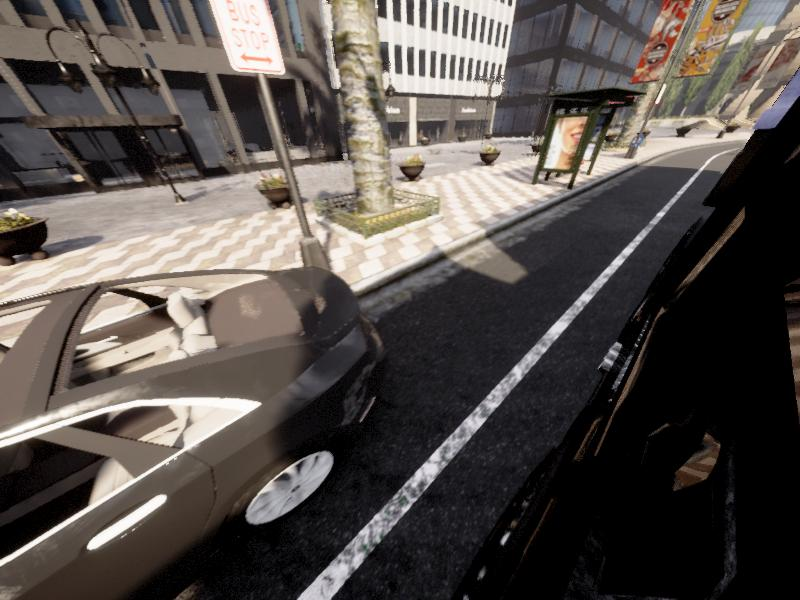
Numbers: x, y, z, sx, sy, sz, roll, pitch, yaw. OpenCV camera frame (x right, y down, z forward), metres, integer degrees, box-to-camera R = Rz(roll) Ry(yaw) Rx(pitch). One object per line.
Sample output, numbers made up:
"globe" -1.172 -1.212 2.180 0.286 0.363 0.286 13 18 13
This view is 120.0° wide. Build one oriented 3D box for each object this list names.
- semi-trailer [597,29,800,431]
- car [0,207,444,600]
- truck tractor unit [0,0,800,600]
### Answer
"semi-trailer" 8.755 -3.559 4.182 14.254 4.402 2.717 -27 43 -29
"car" -2.332 1.053 1.125 4.892 1.521 2.231 -28 43 -30
"truck tractor unit" 2.645 -0.295 0.351 6.516 4.208 3.053 -28 44 -30
